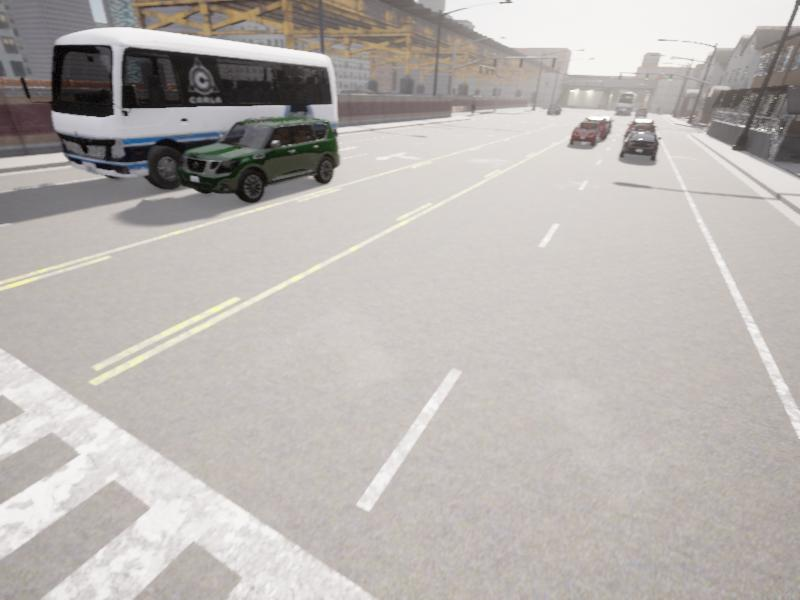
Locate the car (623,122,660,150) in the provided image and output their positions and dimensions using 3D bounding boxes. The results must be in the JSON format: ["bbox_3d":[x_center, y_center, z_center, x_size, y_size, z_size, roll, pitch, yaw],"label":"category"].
[{"bbox_3d":[17.248,-11.776,28.630,1.845,1.501,3.633,16,31,24],"label":"car"}]

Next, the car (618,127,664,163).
[{"bbox_3d":[14.250,-9.258,23.688,1.812,1.442,4.674,16,31,24],"label":"car"}]

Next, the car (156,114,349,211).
[{"bbox_3d":[-4.122,-4.600,12.630,2.150,2.045,5.566,16,31,24],"label":"car"}]

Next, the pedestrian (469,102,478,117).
[{"bbox_3d":[10.237,-26.690,55.917,0.751,1.860,0.751,17,31,25],"label":"pedestrian"}]

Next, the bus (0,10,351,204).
[{"bbox_3d":[-6.402,-6.965,14.553,3.944,4.253,10.273,16,31,24],"label":"bus"}]

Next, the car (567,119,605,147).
[{"bbox_3d":[13.511,-12.113,28.949,1.845,1.501,3.633,16,31,24],"label":"car"}]

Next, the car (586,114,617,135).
[{"bbox_3d":[20.091,-17.555,39.858,2.128,1.511,4.902,16,31,24],"label":"car"}]

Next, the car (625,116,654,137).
[{"bbox_3d":[23.164,-16.777,38.628,2.007,1.525,4.514,17,31,25],"label":"car"}]

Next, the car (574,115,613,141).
[{"bbox_3d":[16.324,-14.504,33.574,2.242,1.667,4.611,16,31,24],"label":"car"}]

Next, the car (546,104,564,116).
[{"bbox_3d":[28.151,-34.579,72.701,2.033,1.649,4.856,16,31,24],"label":"car"}]

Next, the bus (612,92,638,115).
[{"bbox_3d":[50.793,-44.258,90.200,3.944,4.253,10.273,16,31,24],"label":"bus"}]

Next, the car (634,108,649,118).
[{"bbox_3d":[46.390,-35.951,76.867,2.033,1.649,4.856,16,31,24],"label":"car"}]

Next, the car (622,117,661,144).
[{"bbox_3d":[20.063,-14.179,33.277,2.242,1.667,4.611,16,31,24],"label":"car"}]
